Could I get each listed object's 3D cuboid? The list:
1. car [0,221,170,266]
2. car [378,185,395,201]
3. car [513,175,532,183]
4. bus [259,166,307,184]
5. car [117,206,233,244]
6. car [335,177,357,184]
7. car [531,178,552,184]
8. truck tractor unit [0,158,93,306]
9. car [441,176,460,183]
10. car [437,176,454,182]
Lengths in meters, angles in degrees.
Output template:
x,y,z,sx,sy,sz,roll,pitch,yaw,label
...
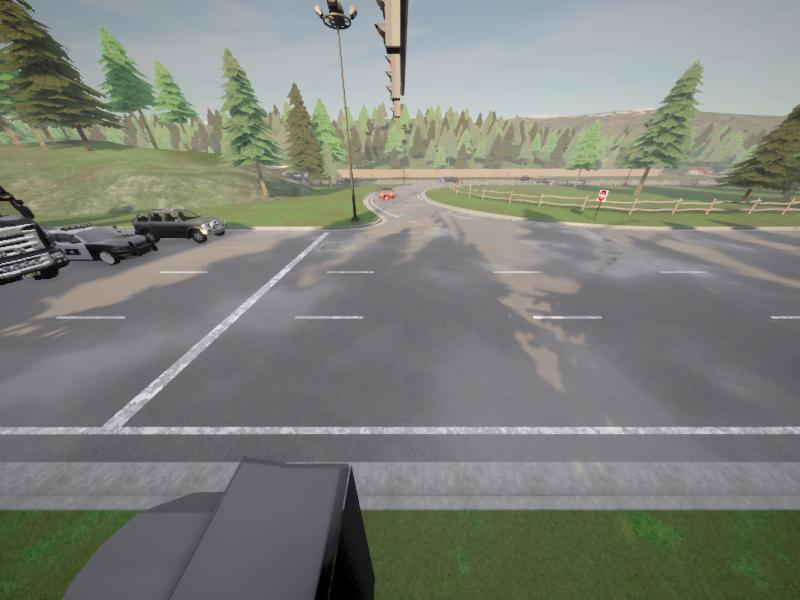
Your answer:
x,y,z,sx,sy,sz,roll,pitch,yaw,label
-14.999,-2.797,11.209,5.238,1.638,1.930,0,30,0,car
-1.916,-15.059,32.422,2.242,1.667,4.611,-2,30,-3,car
35.493,-35.134,66.989,3.866,1.878,1.905,0,30,0,car
-31.683,-34.232,63.044,10.273,4.253,3.944,0,30,0,bus
-13.467,-4.650,14.181,4.605,1.855,1.932,0,30,0,car
-14.048,-31.444,60.826,5.238,1.638,1.930,0,30,0,car
37.327,-31.429,61.051,4.181,1.385,1.994,0,30,0,car
-16.437,-2.174,7.540,6.516,4.208,3.053,0,30,0,truck tractor unit
13.899,-33.346,63.887,4.605,1.855,1.932,0,30,0,car
13.813,-36.663,70.054,4.514,1.525,2.007,0,30,0,car
